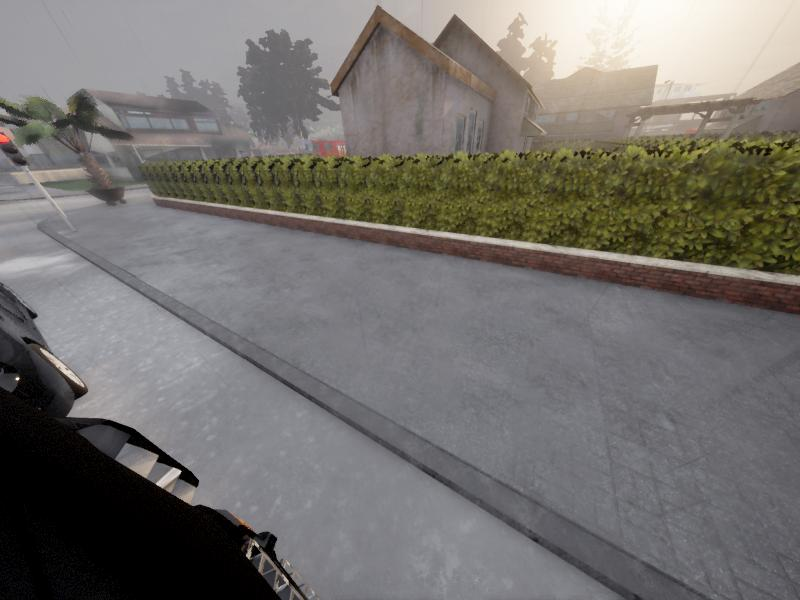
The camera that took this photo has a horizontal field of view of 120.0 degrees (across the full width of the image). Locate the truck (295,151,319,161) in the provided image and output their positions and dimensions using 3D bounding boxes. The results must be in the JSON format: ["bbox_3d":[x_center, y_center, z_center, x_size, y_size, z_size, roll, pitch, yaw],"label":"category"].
[{"bbox_3d":[-25.663,-39.754,63.826,6.274,2.098,2.390,16,38,26],"label":"truck"}]

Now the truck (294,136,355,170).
[{"bbox_3d":[-10.756,-21.881,34.234,2.891,3.827,8.468,16,38,26],"label":"truck"}]

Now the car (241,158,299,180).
[{"bbox_3d":[-13.429,-13.827,24.265,2.242,1.667,4.611,16,38,26],"label":"car"}]

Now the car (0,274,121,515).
[{"bbox_3d":[-5.339,0.497,2.211,5.008,1.535,1.882,16,38,26],"label":"car"}]
